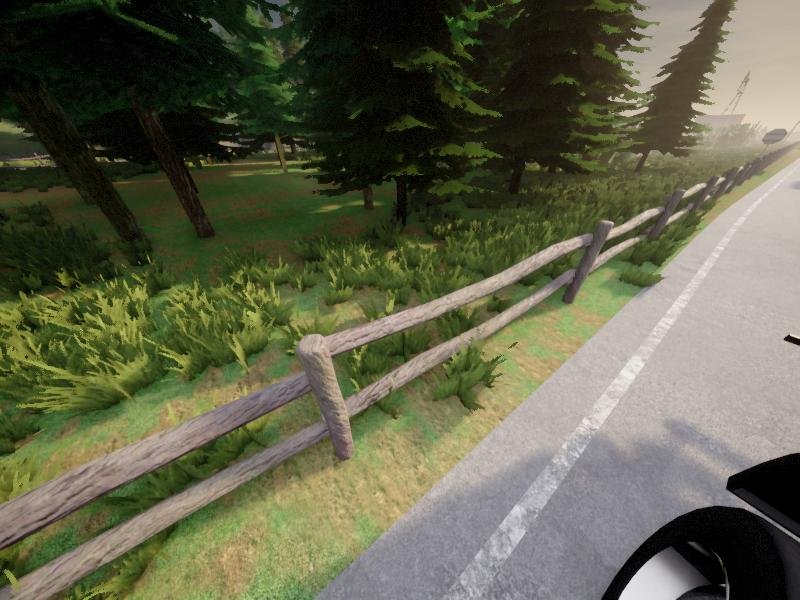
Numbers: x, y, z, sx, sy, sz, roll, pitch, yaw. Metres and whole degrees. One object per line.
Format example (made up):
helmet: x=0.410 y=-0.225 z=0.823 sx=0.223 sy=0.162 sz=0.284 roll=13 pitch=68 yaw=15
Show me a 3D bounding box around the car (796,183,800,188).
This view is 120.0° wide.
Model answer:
car: x=23.568 y=-6.814 z=12.098 sx=4.902 sy=1.511 sz=2.128 roll=-20 pitch=40 yaw=-26
